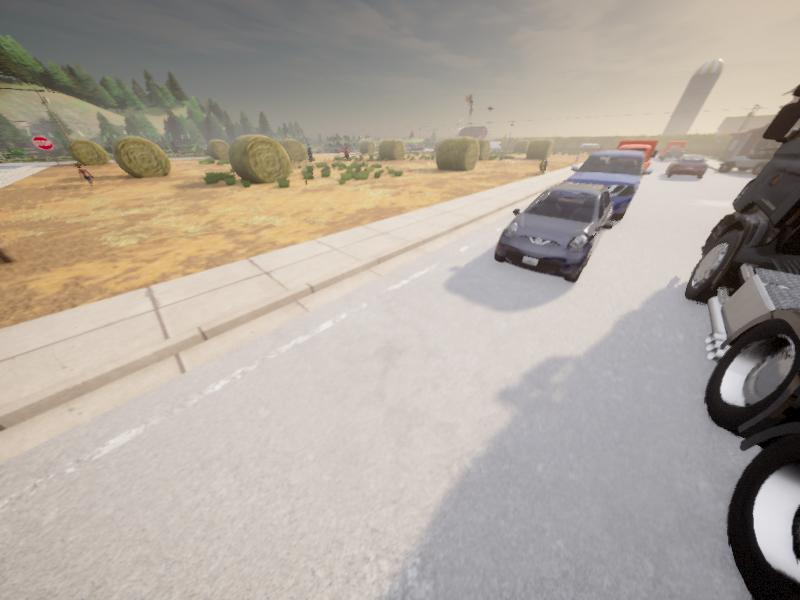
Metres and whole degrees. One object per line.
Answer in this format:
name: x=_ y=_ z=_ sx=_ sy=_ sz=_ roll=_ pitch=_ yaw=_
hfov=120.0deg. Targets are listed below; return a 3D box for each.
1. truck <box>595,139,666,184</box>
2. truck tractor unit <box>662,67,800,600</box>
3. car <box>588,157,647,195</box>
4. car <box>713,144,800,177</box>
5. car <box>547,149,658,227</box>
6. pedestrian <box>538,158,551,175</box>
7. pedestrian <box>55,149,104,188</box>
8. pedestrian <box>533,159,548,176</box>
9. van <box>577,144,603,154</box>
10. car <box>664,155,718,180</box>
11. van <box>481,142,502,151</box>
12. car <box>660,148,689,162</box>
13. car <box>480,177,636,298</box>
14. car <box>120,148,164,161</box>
truck: x=17.141 y=-10.438 z=17.187 sx=2.627 sy=2.467 sz=5.204 roll=27 pitch=43 yaw=34
truck tractor unit: x=4.742 y=-0.566 z=1.153 sx=3.053 sy=4.208 sz=6.516 roll=27 pitch=43 yaw=34
car: x=12.747 y=-7.348 z=13.479 sx=1.789 sy=1.549 sz=3.705 roll=27 pitch=43 yaw=34
car: x=29.160 y=-11.343 z=18.728 sx=1.905 sy=1.878 sz=3.866 roll=-5 pitch=32 yaw=3
car: x=8.276 y=-4.789 z=9.296 sx=2.150 sy=2.045 sz=5.566 roll=27 pitch=43 yaw=34
pedestrian: x=11.563 y=-10.703 z=18.496 sx=0.500 sy=1.100 sz=0.500 roll=15 pitch=37 yaw=20
pedestrian: x=-18.390 y=-7.590 z=13.324 sx=0.751 sy=1.860 sz=0.751 roll=-21 pitch=39 yaw=-27
pedestrian: x=10.741 y=-10.147 z=17.679 sx=0.500 sy=1.100 sz=0.500 roll=-2 pitch=34 yaw=-2
van: x=47.913 y=-38.252 z=58.366 sx=4.480 sy=2.038 sz=2.069 roll=28 pitch=43 yaw=35
car: x=22.809 y=-10.615 z=18.308 sx=1.994 sy=1.385 sz=4.181 roll=27 pitch=43 yaw=34
van: x=30.116 y=-50.651 z=76.112 sx=5.915 sy=2.561 sz=1.988 roll=29 pitch=44 yaw=36
car: x=40.276 y=-21.428 z=34.022 sx=2.152 sy=1.651 sz=5.027 roll=27 pitch=43 yaw=34
car: x=3.693 y=-1.762 z=5.315 sx=1.845 sy=1.501 sz=3.633 roll=27 pitch=43 yaw=34
car: x=-42.407 y=-24.037 z=38.083 sx=4.514 sy=1.525 sz=2.007 roll=-28 pitch=43 yaw=-35
